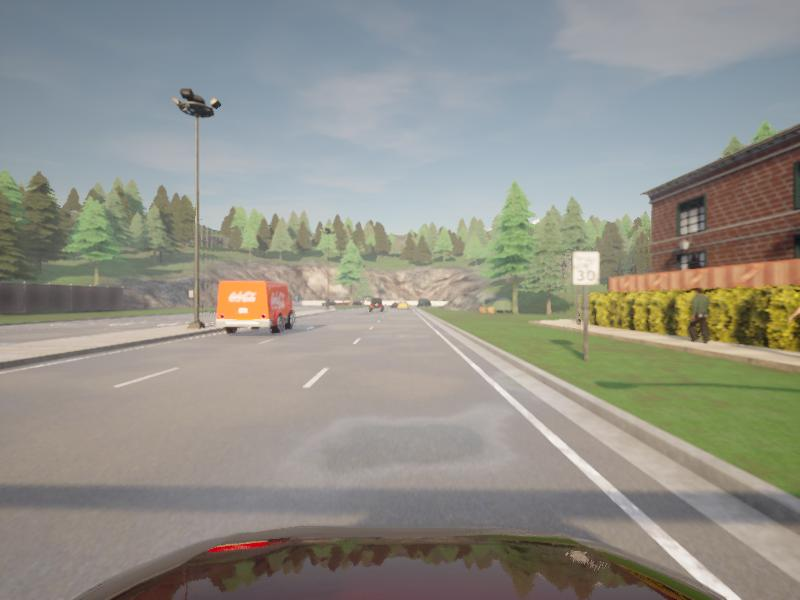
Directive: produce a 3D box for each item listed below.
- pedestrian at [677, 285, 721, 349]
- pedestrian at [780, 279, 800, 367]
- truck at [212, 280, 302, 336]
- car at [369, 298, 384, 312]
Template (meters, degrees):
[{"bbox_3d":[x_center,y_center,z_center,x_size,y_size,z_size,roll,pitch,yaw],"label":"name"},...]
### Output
[{"bbox_3d":[9.023,0.492,12.095,0.751,1.860,0.751,0,0,-1],"label":"pedestrian"},{"bbox_3d":[8.796,0.490,8.496,0.751,1.860,0.751,0,0,0],"label":"pedestrian"},{"bbox_3d":[-6.900,0.366,20.137,2.627,2.467,5.204,0,0,0],"label":"truck"},{"bbox_3d":[-3.192,0.673,55.352,1.905,1.878,3.866,0,0,0],"label":"car"}]
